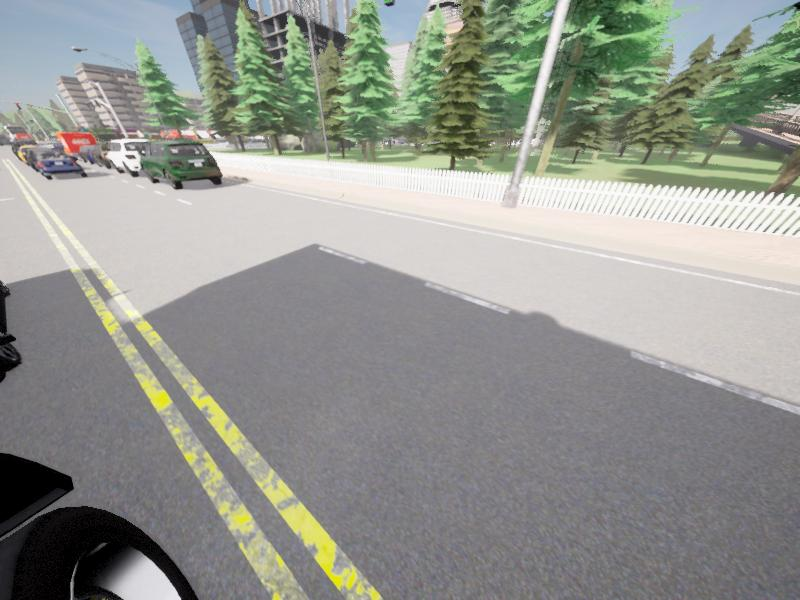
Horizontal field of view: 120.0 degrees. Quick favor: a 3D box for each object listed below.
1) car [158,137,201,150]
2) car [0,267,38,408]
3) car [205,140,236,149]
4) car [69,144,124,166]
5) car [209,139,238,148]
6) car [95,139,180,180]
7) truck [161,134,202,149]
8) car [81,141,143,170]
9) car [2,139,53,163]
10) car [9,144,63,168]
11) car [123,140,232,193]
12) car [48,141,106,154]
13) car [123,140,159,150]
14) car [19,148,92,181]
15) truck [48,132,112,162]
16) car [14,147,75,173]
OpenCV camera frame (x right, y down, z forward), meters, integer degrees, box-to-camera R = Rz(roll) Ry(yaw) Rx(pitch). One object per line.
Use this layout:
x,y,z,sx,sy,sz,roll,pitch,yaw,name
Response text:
-44.402,-31.749,46.762,2.150,2.045,5.566,21,40,26,car
-6.035,0.211,2.297,3.806,1.475,1.970,22,41,28,car
-40.331,-35.119,52.020,2.038,1.542,4.974,21,40,26,car
-29.356,-14.100,22.364,4.792,1.488,2.163,22,41,27,car
-42.046,-37.351,55.068,2.033,1.649,4.856,21,40,26,car
-18.006,-9.779,15.844,5.566,2.045,2.150,22,41,27,car
-46.477,-33.786,49.274,2.627,2.467,5.204,21,40,26,truck
-23.977,-12.106,19.237,4.605,1.855,1.932,22,41,27,car
-38.679,-15.553,24.001,4.605,1.855,1.932,22,41,27,car
-32.879,-13.104,20.836,5.366,1.575,1.801,22,41,27,car
-11.989,-7.370,12.478,5.566,2.045,2.150,22,40,27,car
-50.055,-23.813,35.961,4.792,1.488,2.163,-22,41,-29,car
-50.251,-30.197,44.895,1.851,1.617,3.988,23,41,28,car
-21.924,-8.700,14.708,3.705,1.549,1.789,22,41,27,car
-34.605,-16.611,25.021,5.204,2.467,2.627,22,41,28,truck
-27.129,-10.754,17.644,4.193,1.474,1.816,22,41,28,car
